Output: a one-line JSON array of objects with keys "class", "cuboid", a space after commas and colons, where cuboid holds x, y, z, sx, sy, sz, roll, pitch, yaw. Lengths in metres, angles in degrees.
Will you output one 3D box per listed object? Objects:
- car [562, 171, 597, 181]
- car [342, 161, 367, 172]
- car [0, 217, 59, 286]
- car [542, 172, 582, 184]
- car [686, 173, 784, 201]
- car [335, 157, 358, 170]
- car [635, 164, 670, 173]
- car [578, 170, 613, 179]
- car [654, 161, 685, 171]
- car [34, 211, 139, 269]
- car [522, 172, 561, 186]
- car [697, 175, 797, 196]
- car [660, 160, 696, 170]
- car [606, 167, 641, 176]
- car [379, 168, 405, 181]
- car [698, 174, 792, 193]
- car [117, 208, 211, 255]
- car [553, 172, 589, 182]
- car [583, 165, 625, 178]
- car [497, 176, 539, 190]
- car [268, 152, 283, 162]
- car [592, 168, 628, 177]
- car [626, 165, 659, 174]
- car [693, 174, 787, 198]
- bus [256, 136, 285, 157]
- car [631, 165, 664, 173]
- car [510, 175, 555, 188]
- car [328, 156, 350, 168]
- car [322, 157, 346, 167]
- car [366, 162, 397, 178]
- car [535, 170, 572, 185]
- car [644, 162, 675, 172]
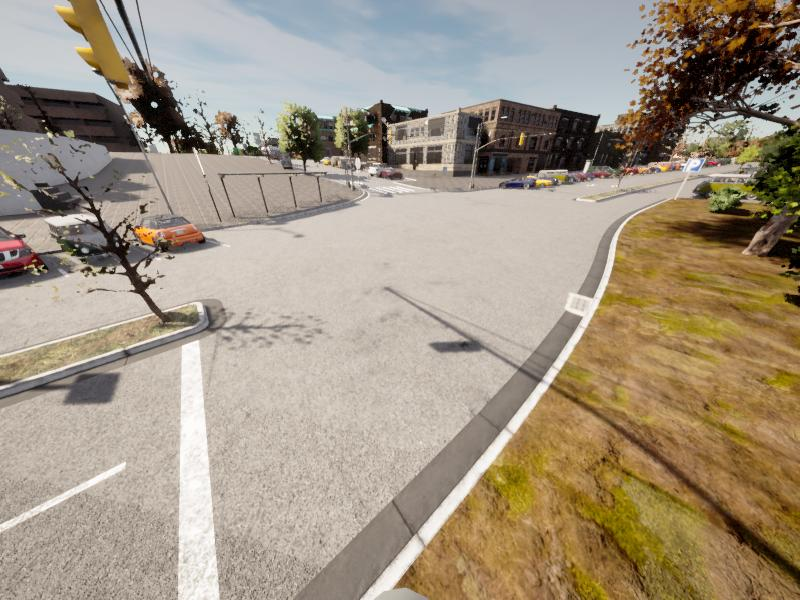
[{"class": "car", "cuboid": [31.680, -21.906, 40.851, 4.674, 1.452, 2.002, 19, 36, 32]}, {"class": "car", "cuboid": [-8.914, -26.385, 45.522, 2.231, 1.521, 4.892, 21, 37, 23]}, {"class": "car", "cuboid": [-18.453, -2.226, 10.271, 5.566, 2.045, 2.435, 15, 34, 27]}, {"class": "car", "cuboid": [26.611, -20.140, 38.075, 4.892, 1.521, 2.231, 19, 36, 32]}, {"class": "car", "cuboid": [30.571, -10.506, 21.390, 4.442, 1.987, 1.878, 20, 38, 31]}, {"class": "car", "cuboid": [-10.866, -27.919, 47.185, 1.878, 1.987, 4.442, 21, 37, 23]}, {"class": "car", "cuboid": [60.044, -31.365, 55.174, 5.366, 1.575, 1.946, 22, 38, 35]}, {"class": "car", "cuboid": [36.781, -23.674, 43.552, 4.674, 1.452, 2.002, 20, 37, 33]}, {"class": "car", "cuboid": [68.170, -33.897, 58.556, 4.442, 1.987, 1.878, 22, 38, 35]}, {"class": "car", "cuboid": [-16.054, -3.211, 11.856, 4.442, 1.987, 1.878, 15, 34, 27]}, {"class": "car", "cuboid": [21.562, -18.424, 35.211, 4.553, 1.767, 2.185, 19, 36, 31]}, {"class": "car", "cuboid": [35.730, -12.037, 24.127, 5.366, 1.575, 1.946, 21, 37, 31]}, {"class": "car", "cuboid": [73.317, -35.569, 61.045, 5.566, 2.045, 2.435, 22, 38, 36]}, {"class": "car", "cuboid": [47.102, -27.159, 48.787, 5.008, 1.535, 2.097, 21, 38, 34]}, {"class": "car", "cuboid": [-1.231, -20.775, 38.067, 2.002, 1.452, 4.674, 21, 37, 23]}, {"class": "car", "cuboid": [37.900, -13.039, 25.682, 5.366, 1.575, 1.946, 21, 38, 31]}, {"class": "car", "cuboid": [-13.789, -4.164, 13.541, 4.553, 1.767, 2.185, 15, 35, 27]}, {"class": "car", "cuboid": [29.144, -21.005, 39.471, 4.674, 1.452, 2.002, 19, 37, 32]}, {"class": "car", "cuboid": [39.365, -24.796, 44.732, 5.566, 2.045, 2.435, 20, 37, 33]}, {"class": "car", "cuboid": [16.543, -16.502, 32.563, 4.792, 1.488, 2.163, 18, 36, 31]}, {"class": "car", "cuboid": [-28.400, -32.615, 52.690, 1.789, 1.549, 3.705, -23, 42, -34]}, {"class": "car", "cuboid": [41.921, -25.455, 46.197, 5.008, 1.535, 2.097, 20, 37, 33]}, {"class": "car", "cuboid": [54.944, -29.664, 52.587, 4.892, 1.521, 2.231, 22, 38, 35]}, {"class": "car", "cuboid": [33.092, -11.306, 22.797, 4.553, 1.767, 2.185, 20, 37, 31]}, {"class": "bus", "cuboid": [-35.880, -42.063, 63.771, 3.944, 4.253, 10.273, -21, 36, -32]}, {"class": "car", "cuboid": [57.558, -30.497, 53.847, 5.008, 1.535, 2.097, 22, 37, 35]}, {"class": "car", "cuboid": [19.246, -17.332, 33.735, 5.366, 1.575, 1.946, 18, 36, 31]}, {"class": "car", "cuboid": [-12.791, -29.317, 49.059, 1.878, 1.987, 4.442, 21, 37, 23]}, {"class": "car", "cuboid": [-14.577, -30.665, 51.280, 1.946, 1.575, 5.366, 21, 37, 23]}, {"class": "car", "cuboid": [-3.124, -22.424, 39.795, 2.435, 2.045, 5.566, 21, 37, 23]}, {"class": "car", "cuboid": [24.186, -19.390, 36.497, 4.442, 1.987, 1.878, 19, 36, 31]}, {"class": "car", "cuboid": [62.903, -32.281, 56.119, 4.442, 1.987, 1.878, 22, 38, 35]}]
